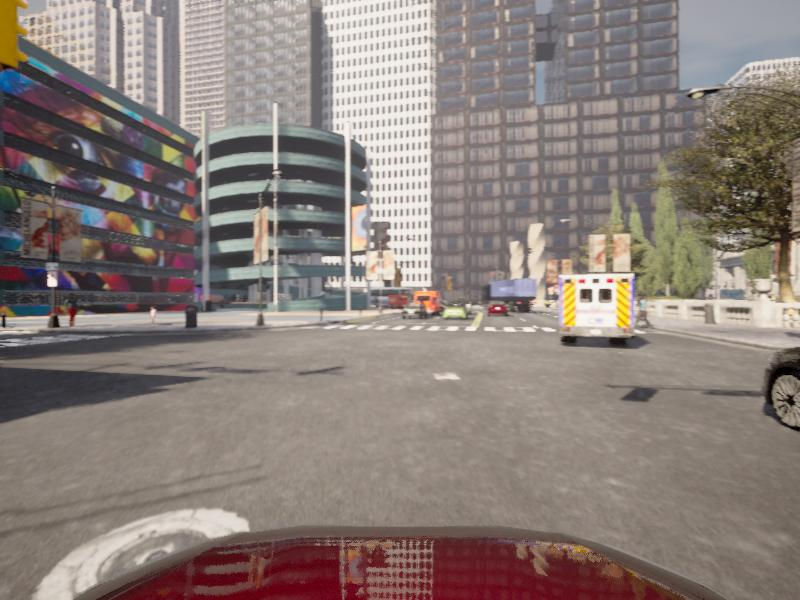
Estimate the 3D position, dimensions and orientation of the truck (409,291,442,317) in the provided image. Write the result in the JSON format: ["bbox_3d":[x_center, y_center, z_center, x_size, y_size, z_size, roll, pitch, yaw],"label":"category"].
[{"bbox_3d":[2.692,0.359,40.853,2.627,2.467,5.204,0,0,12],"label":"truck"}]

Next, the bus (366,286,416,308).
[{"bbox_3d":[-1.969,-0.521,81.069,10.273,4.253,3.944,0,-1,44],"label":"bus"}]

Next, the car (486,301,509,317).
[{"bbox_3d":[9.797,0.835,40.411,2.163,1.488,4.792,0,0,12],"label":"car"}]

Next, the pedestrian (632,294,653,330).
[{"bbox_3d":[12.851,0.613,21.219,0.751,1.860,0.751,0,0,12],"label":"pedestrian"}]

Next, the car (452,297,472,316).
[{"bbox_3d":[6.726,0.640,43.032,1.932,1.855,4.605,0,1,11],"label":"car"}]

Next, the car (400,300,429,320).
[{"bbox_3d":[1.298,0.816,34.268,1.789,1.549,3.705,0,0,12],"label":"car"}]

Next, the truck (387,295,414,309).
[{"bbox_3d":[0.063,0.364,72.326,2.627,2.467,5.204,0,0,-32],"label":"truck"}]

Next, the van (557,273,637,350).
[{"bbox_3d":[7.648,0.364,16.070,2.351,2.431,6.366,0,0,22],"label":"van"}]

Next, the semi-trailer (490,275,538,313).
[{"bbox_3d":[14.834,-0.648,53.649,2.717,4.402,14.254,0,0,2],"label":"semi-trailer"}]

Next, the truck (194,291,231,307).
[{"bbox_3d":[-47.269,-0.217,100.902,8.468,3.827,2.891,0,0,12],"label":"truck"}]

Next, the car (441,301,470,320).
[{"bbox_3d":[4.693,0.822,33.359,2.007,1.525,4.514,0,0,12],"label":"car"}]

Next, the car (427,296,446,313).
[{"bbox_3d":[4.761,0.566,53.081,2.150,2.045,5.566,0,0,2],"label":"car"}]

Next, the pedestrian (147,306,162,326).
[{"bbox_3d":[-13.945,0.896,22.719,0.500,1.100,0.500,0,0,20],"label":"pedestrian"}]

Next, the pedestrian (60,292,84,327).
[{"bbox_3d":[-17.995,0.524,21.973,0.751,1.860,0.751,0,0,23],"label":"pedestrian"}]

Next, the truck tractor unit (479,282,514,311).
[{"bbox_3d":[14.713,-0.542,61.543,3.053,4.208,6.516,0,0,-8],"label":"truck tractor unit"}]

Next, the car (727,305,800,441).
[{"bbox_3d":[5.290,0.827,3.216,2.128,1.511,4.902,0,0,12],"label":"car"}]
